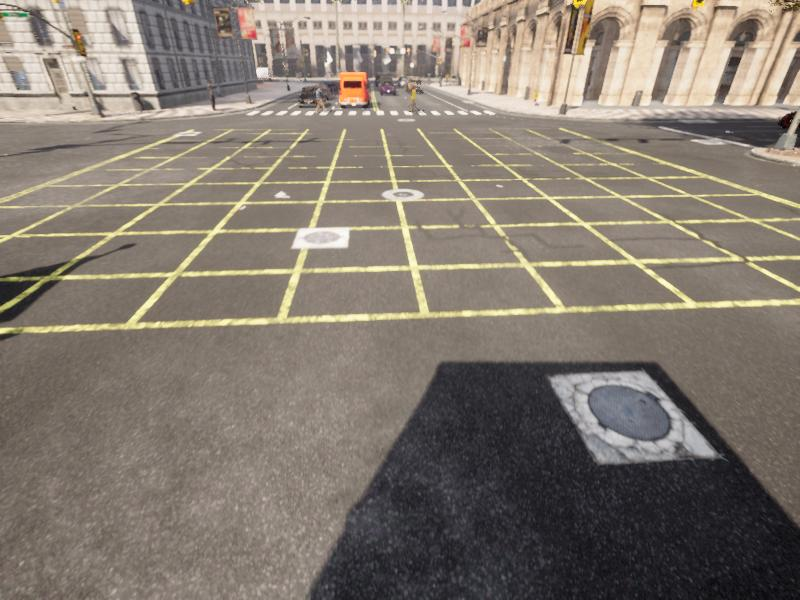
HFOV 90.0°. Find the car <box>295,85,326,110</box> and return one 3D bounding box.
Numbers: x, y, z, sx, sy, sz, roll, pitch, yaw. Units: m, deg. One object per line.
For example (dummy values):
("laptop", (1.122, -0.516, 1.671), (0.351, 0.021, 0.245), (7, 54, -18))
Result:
("car", (-7.333, -16.863, 33.210), (1.837, 1.490, 4.892), (-2, 30, -4))

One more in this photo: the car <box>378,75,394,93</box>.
("car", (-1.848, -27.901, 51.699), (1.905, 1.878, 3.866), (-2, 30, -3))

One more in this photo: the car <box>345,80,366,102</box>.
("car", (-4.462, -21.236, 40.552), (1.930, 1.638, 5.238), (-2, 31, -4))

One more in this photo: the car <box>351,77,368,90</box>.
("car", (-5.813, -31.283, 57.839), (2.163, 1.488, 4.792), (-2, 30, -3))

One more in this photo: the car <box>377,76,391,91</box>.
("car", (-2.333, -31.231, 57.623), (1.930, 1.638, 5.238), (-1, 30, -3))

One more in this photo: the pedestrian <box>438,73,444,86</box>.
("pedestrian", (6.846, -36.664, 66.413), (0.751, 1.860, 0.751), (-7, 31, -12))

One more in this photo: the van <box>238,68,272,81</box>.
("van", (-32.057, -50.124, 88.789), (6.366, 2.431, 2.351), (-3, 31, -6))

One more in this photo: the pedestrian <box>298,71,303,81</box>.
("pedestrian", (-21.887, -49.343, 88.074), (0.751, 1.860, 0.751), (-2, 30, -5))

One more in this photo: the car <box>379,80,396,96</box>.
("car", (-1.457, -24.719, 46.687), (1.816, 1.474, 4.193), (-2, 30, -4))

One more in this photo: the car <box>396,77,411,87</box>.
("car", (0.527, -36.206, 66.383), (2.033, 1.411, 5.357), (-1, 30, -3))

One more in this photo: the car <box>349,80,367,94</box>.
("car", (-5.243, -26.781, 50.273), (1.994, 1.385, 4.181), (-1, 30, -3))

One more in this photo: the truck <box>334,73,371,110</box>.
("truck", (-3.808, -17.202, 32.862), (2.627, 2.467, 5.204), (-2, 30, -4))

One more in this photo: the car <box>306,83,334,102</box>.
("car", (-7.936, -20.873, 40.144), (2.033, 1.411, 5.357), (-2, 30, -4))

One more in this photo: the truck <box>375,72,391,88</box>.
("truck", (-2.860, -35.558, 64.547), (2.390, 2.098, 6.274), (-2, 30, -3))

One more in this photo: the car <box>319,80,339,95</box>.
("car", (-8.647, -25.922, 48.776), (1.994, 1.385, 4.181), (-2, 31, -4))

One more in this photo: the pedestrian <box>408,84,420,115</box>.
("pedestrian", (0.989, -14.170, 28.285), (0.751, 1.860, 0.751), (0, 30, -1))

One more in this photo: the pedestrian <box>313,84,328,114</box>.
("pedestrian", (-5.617, -14.153, 28.192), (0.751, 1.860, 0.751), (0, 30, 0))

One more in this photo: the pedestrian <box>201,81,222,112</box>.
("pedestrian", (-13.152, -14.229, 27.951), (0.751, 1.860, 0.751), (-3, 31, -5))

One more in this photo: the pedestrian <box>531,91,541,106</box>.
("pedestrian", (11.278, -16.720, 33.181), (0.500, 1.100, 0.500), (-2, 30, -4))

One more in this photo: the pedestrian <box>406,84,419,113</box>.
("pedestrian", (0.900, -14.735, 29.246), (0.751, 1.860, 0.751), (-5, 31, -9))

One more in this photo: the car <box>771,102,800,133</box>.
("car", (23.448, -9.990, 21.897), (4.181, 1.385, 1.994), (-2, 30, -4))

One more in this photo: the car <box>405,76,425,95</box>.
("car", (1.809, -26.708, 49.711), (1.932, 1.855, 4.605), (-2, 30, -3))
